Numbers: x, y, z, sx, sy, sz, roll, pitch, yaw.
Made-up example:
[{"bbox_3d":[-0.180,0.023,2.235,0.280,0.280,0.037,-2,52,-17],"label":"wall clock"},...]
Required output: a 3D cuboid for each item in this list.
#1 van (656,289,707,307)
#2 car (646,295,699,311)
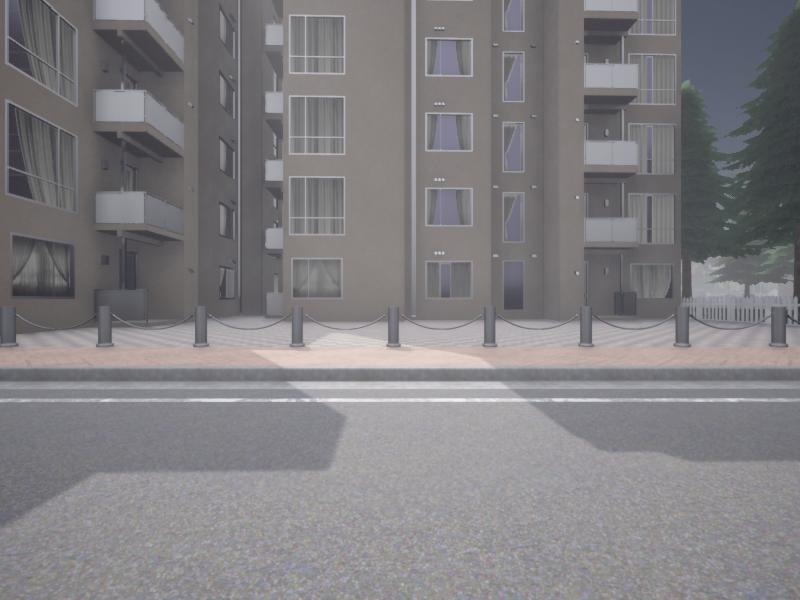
[{"bbox_3d":[40.242,-0.281,57.331,5.915,2.561,1.988,-1,0,-1],"label":"van"},{"bbox_3d":[27.379,0.260,40.418,1.837,1.490,4.892,0,0,-2],"label":"car"}]
